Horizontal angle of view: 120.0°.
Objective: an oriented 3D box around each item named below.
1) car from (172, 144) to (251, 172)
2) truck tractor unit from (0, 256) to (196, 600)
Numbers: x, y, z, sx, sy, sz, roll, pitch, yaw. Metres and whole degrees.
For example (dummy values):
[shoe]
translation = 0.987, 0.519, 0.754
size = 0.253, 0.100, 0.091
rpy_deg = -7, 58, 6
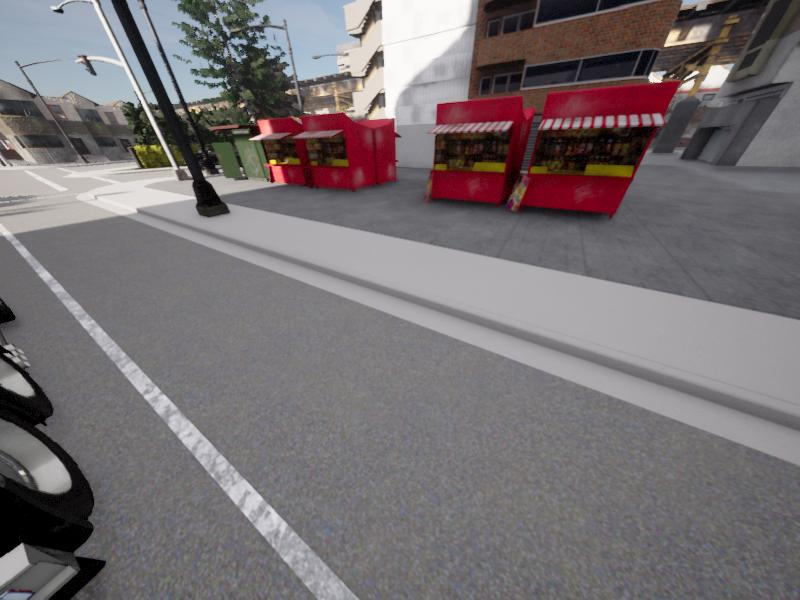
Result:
[car]
translation = -18.837, -14.544, 23.504
size = 2.150, 2.045, 5.566
rpy_deg = 18, 39, 26
[truck tractor unit]
translation = -5.095, -0.317, 0.794
size = 6.516, 4.208, 3.053
rpy_deg = 19, 39, 25
